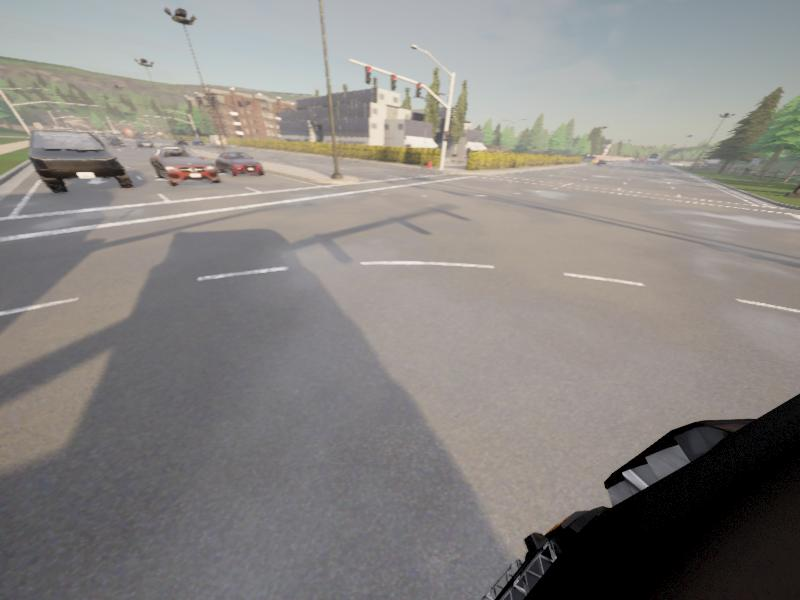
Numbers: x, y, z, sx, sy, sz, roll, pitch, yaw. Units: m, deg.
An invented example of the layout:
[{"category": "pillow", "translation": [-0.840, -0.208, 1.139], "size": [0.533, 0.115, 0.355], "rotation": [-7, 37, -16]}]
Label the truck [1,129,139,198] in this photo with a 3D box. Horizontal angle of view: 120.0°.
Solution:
[{"category": "truck", "translation": [-14.720, -6.476, 10.627], "size": [6.274, 2.098, 2.390], "rotation": [28, 41, 32]}]

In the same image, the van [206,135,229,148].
[{"category": "van", "translation": [-45.531, -39.598, 57.639], "size": [6.366, 2.431, 2.351], "rotation": [28, 41, 33]}]

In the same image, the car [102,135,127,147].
[{"category": "car", "translation": [-49.551, -27.522, 40.032], "size": [4.974, 1.542, 2.038], "rotation": [28, 41, 33]}]

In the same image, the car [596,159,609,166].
[{"category": "car", "translation": [59.350, -40.427, 67.802], "size": [2.128, 1.511, 4.902], "rotation": [23, 38, 27]}]

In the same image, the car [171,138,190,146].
[{"category": "car", "translation": [-52.114, -37.518, 54.824], "size": [4.974, 1.542, 2.038], "rotation": [28, 41, 33]}]

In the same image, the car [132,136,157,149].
[{"category": "car", "translation": [-44.891, -27.673, 40.529], "size": [4.856, 1.649, 2.033], "rotation": [28, 41, 33]}]

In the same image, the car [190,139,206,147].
[{"category": "car", "translation": [-50.153, -39.043, 57.341], "size": [4.674, 1.442, 1.812], "rotation": [28, 41, 33]}]

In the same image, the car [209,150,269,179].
[{"category": "car", "translation": [-11.261, -9.536, 16.140], "size": [4.181, 1.385, 1.994], "rotation": [28, 41, 32]}]

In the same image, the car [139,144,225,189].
[{"category": "car", "translation": [-12.048, -7.457, 12.734], "size": [5.027, 1.651, 2.152], "rotation": [28, 41, 32]}]
